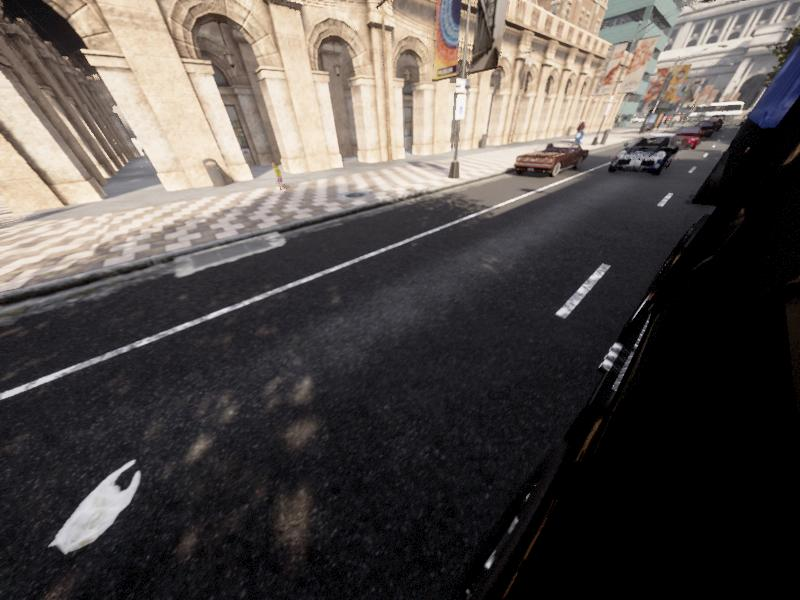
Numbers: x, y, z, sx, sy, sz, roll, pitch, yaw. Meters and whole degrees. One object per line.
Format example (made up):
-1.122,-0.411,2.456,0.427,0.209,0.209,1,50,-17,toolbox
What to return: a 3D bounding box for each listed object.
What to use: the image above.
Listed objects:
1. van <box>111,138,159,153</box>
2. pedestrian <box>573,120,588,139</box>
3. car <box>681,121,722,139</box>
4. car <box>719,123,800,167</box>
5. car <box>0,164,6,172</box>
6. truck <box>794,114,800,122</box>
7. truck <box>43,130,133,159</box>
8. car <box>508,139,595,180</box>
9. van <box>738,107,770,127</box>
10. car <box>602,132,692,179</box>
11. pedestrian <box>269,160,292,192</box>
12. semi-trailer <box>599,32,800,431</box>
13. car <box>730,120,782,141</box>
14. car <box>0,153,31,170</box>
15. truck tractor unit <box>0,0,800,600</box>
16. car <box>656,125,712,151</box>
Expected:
-57.574,-33.825,50.485,6.366,2.431,2.351,-28,44,-30,van
22.106,-20.919,28.346,0.751,1.860,0.751,-32,46,-33,pedestrian
32.417,-18.247,24.823,4.181,1.385,1.994,-29,44,-30,car
19.323,-8.376,12.339,4.974,1.542,2.038,-28,44,-31,car
-42.679,-13.376,23.165,1.895,1.301,4.718,-28,44,-30,car
83.493,-38.116,46.062,8.468,3.827,2.891,-29,44,-30,truck
-55.468,-28.171,41.630,2.891,3.827,8.468,8,38,14,truck
7.819,-7.326,11.853,4.718,1.301,1.895,-29,44,-30,car
61.927,-32.140,40.527,5.915,2.561,1.988,-29,44,-31,van
11.783,-6.998,11.019,3.806,1.475,1.970,-29,44,-30,car
-5.059,-5.239,9.762,0.500,1.100,0.500,-20,40,-21,pedestrian
8.644,-3.642,4.280,14.254,4.402,2.717,-29,44,-30,semi-trailer
33.059,-15.842,21.548,5.357,1.411,2.033,-29,44,-30,car
-47.410,-16.569,27.651,2.033,1.411,5.357,-28,44,-30,car
2.645,-0.295,0.351,6.516,4.208,3.053,-28,44,-30,truck tractor unit
21.928,-12.505,17.821,4.181,1.385,1.994,-29,44,-30,car
